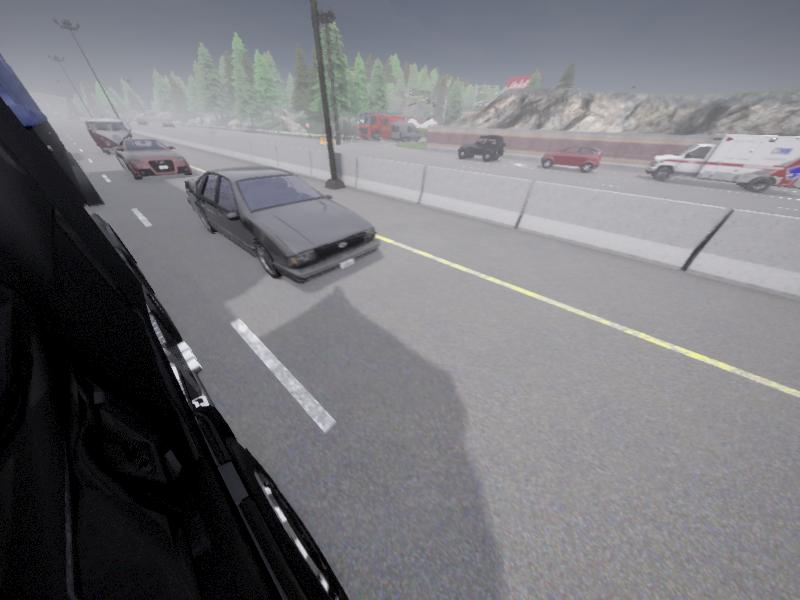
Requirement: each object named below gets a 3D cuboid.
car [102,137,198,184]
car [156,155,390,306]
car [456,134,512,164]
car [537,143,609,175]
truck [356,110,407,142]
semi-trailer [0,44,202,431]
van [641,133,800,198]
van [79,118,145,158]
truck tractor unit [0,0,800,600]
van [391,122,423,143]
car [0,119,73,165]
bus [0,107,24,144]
[{"bbox_3d":[-11.480,-6.553,10.617,4.181,1.385,1.994,28,44,30],"label":"car"},{"bbox_3d":[-2.898,-2.004,4.989,5.357,1.411,2.033,28,44,30],"label":"car"},{"bbox_3d":[7.203,-13.303,20.208,3.866,1.878,1.905,28,44,30],"label":"car"},{"bbox_3d":[12.499,-10.351,16.837,3.705,1.549,1.789,28,44,30],"label":"car"},{"bbox_3d":[-2.823,-28.674,38.249,2.891,3.827,8.468,29,44,31],"label":"truck"},{"bbox_3d":[-8.703,-3.582,4.252,14.254,4.402,2.717,28,44,30],"label":"semi-trailer"},{"bbox_3d":[18.278,-7.640,12.802,6.366,2.431,2.351,28,44,30],"label":"van"},{"bbox_3d":[-19.775,-11.209,15.871,4.442,1.987,1.775,28,44,30],"label":"van"},{"bbox_3d":[-2.645,-0.295,0.351,6.516,4.208,3.053,28,44,30],"label":"truck tractor unit"},{"bbox_3d":[1.148,-27.775,38.335,1.988,2.561,5.915,28,44,30],"label":"van"},{"bbox_3d":[-20.717,-8.889,12.880,4.553,1.767,2.097,28,44,30],"label":"car"},{"bbox_3d":[-37.028,-15.911,19.323,10.273,4.253,3.944,28,44,30],"label":"bus"}]
